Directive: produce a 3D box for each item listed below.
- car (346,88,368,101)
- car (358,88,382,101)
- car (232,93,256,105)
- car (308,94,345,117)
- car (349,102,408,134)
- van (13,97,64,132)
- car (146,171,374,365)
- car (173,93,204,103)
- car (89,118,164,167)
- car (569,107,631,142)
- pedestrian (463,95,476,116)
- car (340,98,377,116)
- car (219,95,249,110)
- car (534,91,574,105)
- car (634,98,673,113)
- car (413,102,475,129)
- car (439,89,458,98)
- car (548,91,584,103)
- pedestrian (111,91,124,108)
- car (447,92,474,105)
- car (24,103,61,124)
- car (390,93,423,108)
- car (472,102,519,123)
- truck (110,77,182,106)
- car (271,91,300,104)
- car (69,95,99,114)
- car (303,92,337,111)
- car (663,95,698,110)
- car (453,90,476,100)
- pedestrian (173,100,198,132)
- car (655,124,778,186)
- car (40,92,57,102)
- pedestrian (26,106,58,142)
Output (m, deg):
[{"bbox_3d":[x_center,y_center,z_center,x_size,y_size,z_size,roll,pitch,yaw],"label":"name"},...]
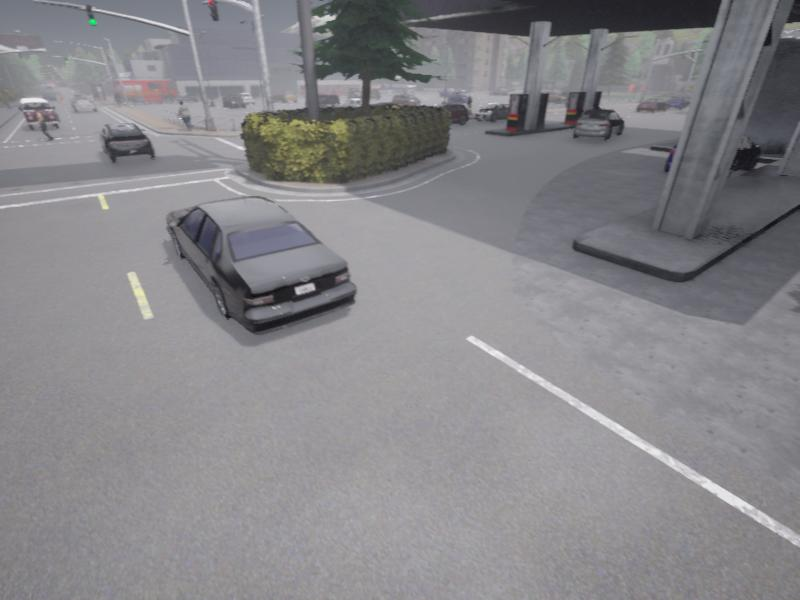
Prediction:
[{"bbox_3d":[-7.329,-34.835,67.812,1.905,1.878,3.866,-20,35,-32],"label":"car"},{"bbox_3d":[-5.265,-35.831,69.646,1.932,1.855,4.605,-20,35,-32],"label":"car"},{"bbox_3d":[-22.425,-28.912,57.503,1.970,1.475,3.806,-20,35,-32],"label":"car"},{"bbox_3d":[-7.342,-19.518,40.019,1.905,1.878,3.866,-20,35,-32],"label":"car"},{"bbox_3d":[-1.540,-13.429,29.393,3.866,1.878,1.905,-20,34,-32],"label":"car"},{"bbox_3d":[-27.145,-13.983,30.044,2.069,2.038,4.480,-23,36,-35],"label":"van"},{"bbox_3d":[-2.845,-1.085,7.321,2.033,1.411,5.357,-19,35,-33],"label":"car"},{"bbox_3d":[-36.094,-34.526,68.341,4.193,1.474,1.816,-20,35,-32],"label":"car"},{"bbox_3d":[-13.300,-7.712,19.321,2.128,1.511,4.902,-20,35,-32],"label":"car"},{"bbox_3d":[13.041,-11.474,25.961,2.242,1.667,4.611,21,35,33],"label":"car"},{"bbox_3d":[6.843,-19.191,39.450,0.751,1.860,0.751,-20,35,-32],"label":"pedestrian"},{"bbox_3d":[-4.325,-20.015,41.487,1.970,1.475,3.806,-20,35,-32],"label":"car"},{"bbox_3d":[-21.073,-25.081,50.677,2.007,1.523,4.514,-20,35,-32],"label":"car"},{"bbox_3d":[22.912,-30.159,59.620,2.152,1.636,5.027,-20,35,-32],"label":"car"},{"bbox_3d":[28.945,-22.236,45.680,4.181,1.385,1.994,-20,35,-32],"label":"car"},{"bbox_3d":[3.620,-15.201,32.841,4.856,1.649,2.033,-20,35,-32],"label":"car"},{"bbox_3d":[9.611,-41.014,79.509,1.845,1.501,3.633,-20,35,-32],"label":"car"},{"bbox_3d":[25.377,-31.096,61.320,2.007,1.523,4.514,-20,35,-32],"label":"car"},{"bbox_3d":[-35.691,-25.352,50.560,0.751,1.860,0.751,-21,35,-33],"label":"pedestrian"},{"bbox_3d":[8.838,-29.610,58.710,1.845,1.501,3.633,-20,35,-32],"label":"car"},{"bbox_3d":[-31.490,-16.475,35.296,1.994,1.385,4.181,-20,35,-32],"label":"car"},{"bbox_3d":[0.858,-26.700,53.446,2.007,1.523,4.514,-20,35,-32],"label":"car"},{"bbox_3d":[8.675,-16.984,36.195,3.806,1.475,1.970,-20,35,-32],"label":"car"},{"bbox_3d":[-39.135,-32.311,61.902,8.468,3.827,2.891,-20,35,-32],"label":"truck"},{"bbox_3d":[-17.512,-30.996,61.084,2.152,1.636,5.027,-20,35,-32],"label":"car"},{"bbox_3d":[-36.880,-22.824,46.593,2.152,1.651,5.027,-20,35,-32],"label":"car"},{"bbox_3d":[-9.489,-23.476,47.260,1.932,1.855,4.605,-20,35,-32],"label":"car"},{"bbox_3d":[34.667,-24.379,49.415,4.193,1.474,1.816,-20,35,-32],"label":"car"},{"bbox_3d":[11.731,-37.290,72.757,1.970,1.475,3.806,-20,35,-32],"label":"car"},{"bbox_3d":[-14.246,-12.248,26.618,0.751,1.860,0.751,16,33,27],"label":"pedestrian"},{"bbox_3d":[12.804,-6.008,16.184,4.611,1.667,2.242,-20,35,-32],"label":"car"},{"bbox_3d":[-62.128,-36.004,70.828,1.837,1.490,4.892,-20,35,-32],"label":"car"},{"bbox_3d":[-20.956,-10.306,23.460,0.751,1.860,0.751,-17,33,-27],"label":"pedestrian"}]
